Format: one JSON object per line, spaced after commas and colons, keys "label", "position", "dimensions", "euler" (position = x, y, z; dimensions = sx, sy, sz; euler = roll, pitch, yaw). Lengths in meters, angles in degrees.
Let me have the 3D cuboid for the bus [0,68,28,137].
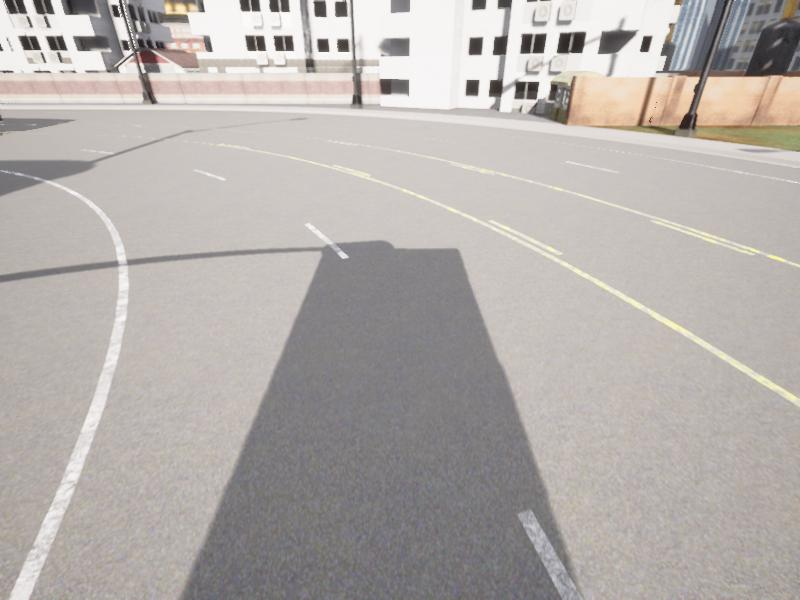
{"label": "bus", "position": [-25.004, -9.899, 18.719], "dimensions": [10.273, 4.253, 3.944], "euler": [1, 30, 2]}
